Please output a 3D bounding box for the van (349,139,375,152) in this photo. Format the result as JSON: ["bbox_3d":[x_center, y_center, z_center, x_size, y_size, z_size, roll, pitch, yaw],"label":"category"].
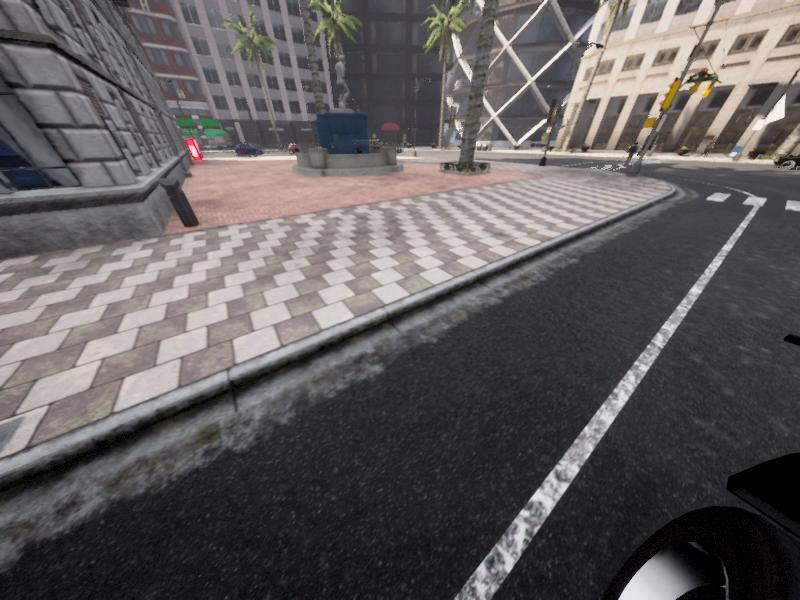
[{"bbox_3d":[-7.166,-29.203,43.707,4.442,1.987,1.775,4,35,6],"label":"van"}]

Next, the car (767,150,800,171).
[{"bbox_3d":[32.927,-10.735,17.848,1.895,1.301,4.718,-22,40,-28],"label":"car"}]

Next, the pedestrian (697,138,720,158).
[{"bbox_3d":[34.940,-17.170,26.176,0.751,1.860,0.751,27,43,33],"label":"pedestrian"}]

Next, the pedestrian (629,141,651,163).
[{"bbox_3d":[24.888,-15.387,23.967,0.751,1.860,0.751,-20,40,-26],"label":"pedestrian"}]

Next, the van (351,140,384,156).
[{"bbox_3d":[-4.842,-23.020,34.914,4.442,1.987,1.775,5,35,8],"label":"van"}]

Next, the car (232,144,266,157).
[{"bbox_3d":[-22.353,-22.264,34.339,3.633,1.501,1.845,-10,36,-14],"label":"car"}]

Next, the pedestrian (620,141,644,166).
[{"bbox_3d":[21.058,-13.272,20.987,0.751,1.860,0.751,-23,41,-29],"label":"pedestrian"}]

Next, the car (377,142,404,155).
[{"bbox_3d":[-1.538,-24.505,37.332,3.988,1.617,1.851,8,36,12],"label":"car"}]

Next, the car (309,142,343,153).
[{"bbox_3d":[-13.086,-27.195,41.242,5.366,1.575,1.801,-1,35,-1],"label":"car"}]
